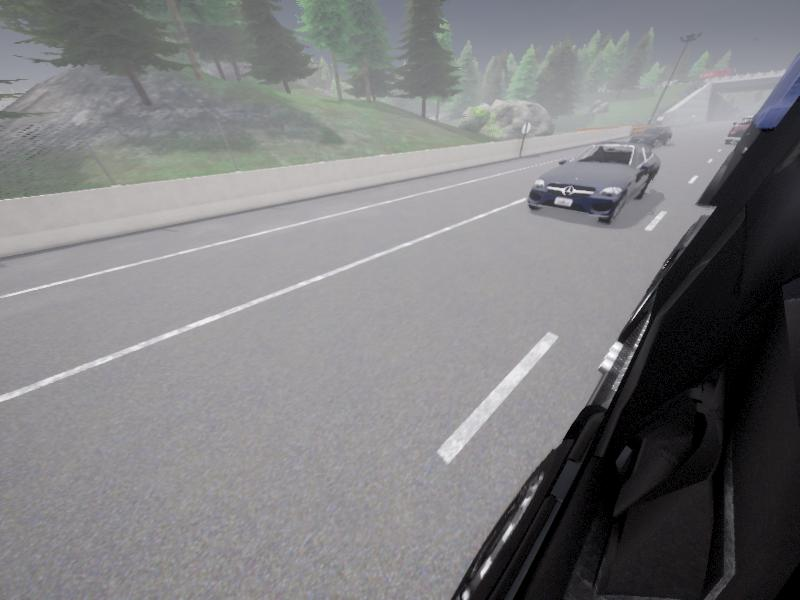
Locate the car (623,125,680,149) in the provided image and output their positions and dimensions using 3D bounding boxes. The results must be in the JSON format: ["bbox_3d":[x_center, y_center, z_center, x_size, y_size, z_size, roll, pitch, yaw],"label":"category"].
[{"bbox_3d":[22.773,-14.789,20.912,4.892,1.490,1.837,-22,40,-24],"label":"car"}]

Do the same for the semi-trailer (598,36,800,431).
[{"bbox_3d":[8.698,-3.592,4.248,14.254,4.402,2.717,-28,43,-30],"label":"semi-trailer"}]

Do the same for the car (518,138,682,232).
[{"bbox_3d":[6.133,-3.796,7.049,5.027,1.651,2.152,-28,43,-30],"label":"car"}]

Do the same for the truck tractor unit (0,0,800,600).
[{"bbox_3d":[2.645,-0.295,0.351,6.516,4.208,3.053,-28,44,-30],"label":"truck tractor unit"}]

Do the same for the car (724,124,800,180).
[{"bbox_3d":[16.847,-6.763,10.344,4.856,1.649,2.033,-28,43,-30],"label":"car"}]

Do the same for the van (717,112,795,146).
[{"bbox_3d":[29.397,-14.135,19.130,4.480,2.038,2.069,-19,39,-21],"label":"van"}]
